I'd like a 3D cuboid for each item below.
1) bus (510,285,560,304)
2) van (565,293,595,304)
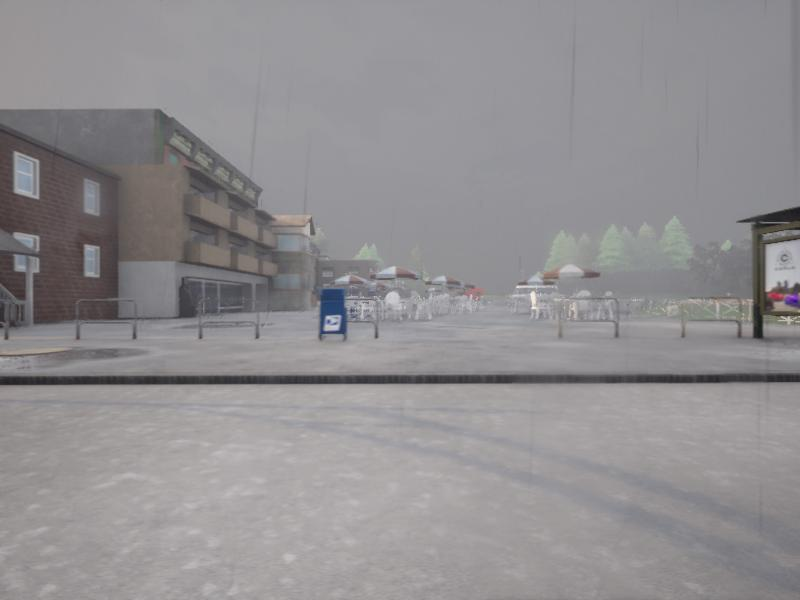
[{"bbox_3d":[31.330,-1.236,93.015,10.273,4.253,3.944,0,0,0],"label":"bus"},{"bbox_3d":[41.870,-0.431,93.153,5.915,2.561,1.988,0,0,0],"label":"van"}]
